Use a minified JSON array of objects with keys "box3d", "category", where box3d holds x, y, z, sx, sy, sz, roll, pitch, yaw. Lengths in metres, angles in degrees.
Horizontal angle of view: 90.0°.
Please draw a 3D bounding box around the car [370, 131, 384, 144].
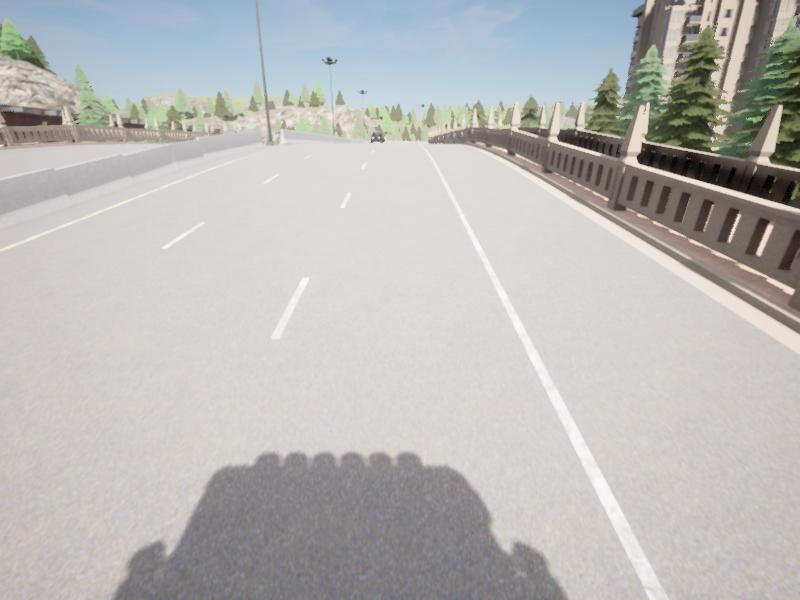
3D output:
[{"box3d":[-3.493,-25.238,62.345,1.932,1.855,4.605,0,21,0],"category":"car"}]
